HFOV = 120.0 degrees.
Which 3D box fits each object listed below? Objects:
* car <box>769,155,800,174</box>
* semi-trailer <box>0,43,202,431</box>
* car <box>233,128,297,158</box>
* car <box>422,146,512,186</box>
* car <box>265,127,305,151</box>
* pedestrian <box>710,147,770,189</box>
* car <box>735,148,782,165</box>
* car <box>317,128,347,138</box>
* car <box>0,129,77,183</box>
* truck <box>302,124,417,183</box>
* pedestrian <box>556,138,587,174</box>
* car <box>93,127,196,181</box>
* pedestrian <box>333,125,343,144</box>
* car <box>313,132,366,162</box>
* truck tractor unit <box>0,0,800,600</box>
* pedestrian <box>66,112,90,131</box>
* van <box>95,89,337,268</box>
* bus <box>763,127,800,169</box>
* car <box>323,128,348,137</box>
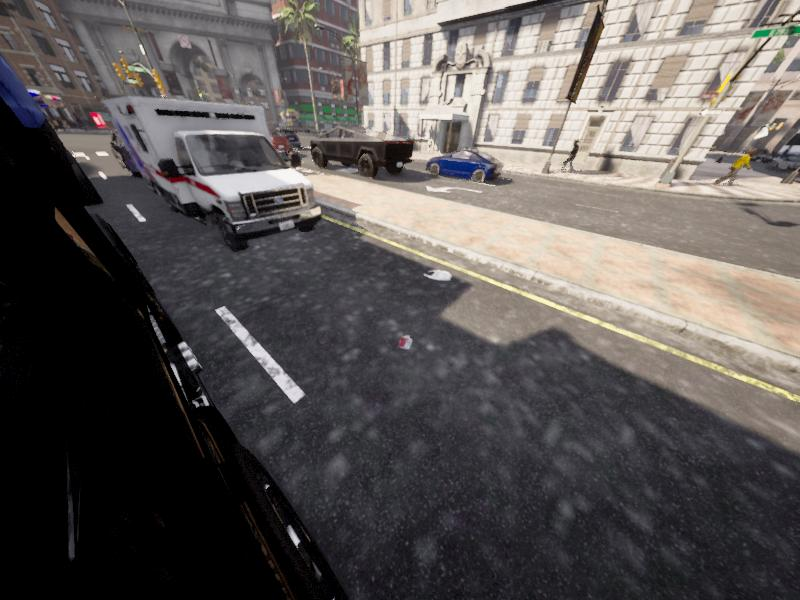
[{"bbox_3d":[41.502,-14.143,24.118,1.895,1.301,4.718,28,44,30],"label":"car"},{"bbox_3d":[-8.692,-3.615,4.226,14.254,4.402,2.717,28,44,30],"label":"semi-trailer"},{"bbox_3d":[-10.705,-12.523,18.311,5.027,1.651,2.152,28,44,30],"label":"car"},{"bbox_3d":[3.551,-7.536,12.789,4.181,1.385,1.994,28,44,30],"label":"car"},{"bbox_3d":[-11.677,-16.325,23.319,2.033,1.649,4.856,-25,45,-30],"label":"car"},{"bbox_3d":[18.334,-7.165,12.546,0.751,1.860,0.751,17,39,18],"label":"pedestrian"},{"bbox_3d":[50.644,-20.427,32.781,2.242,1.667,4.611,29,44,30],"label":"car"},{"bbox_3d":[-12.575,-31.203,43.205,2.128,1.511,4.902,28,44,30],"label":"car"},{"bbox_3d":[-16.166,-6.333,9.911,5.357,1.411,2.033,28,44,30],"label":"car"},{"bbox_3d":[-2.371,-8.263,12.772,6.274,2.098,2.390,28,44,30],"label":"truck"},{"bbox_3d":[11.066,-9.303,14.930,0.751,1.860,0.751,-24,44,-31],"label":"pedestrian"},{"bbox_3d":[-11.876,-6.894,10.724,4.856,1.649,2.033,28,44,30],"label":"car"},{"bbox_3d":[-7.575,-20.339,28.448,0.751,1.860,0.751,7,37,6],"label":"pedestrian"},{"bbox_3d":[-4.731,-12.072,18.109,3.988,1.617,1.851,28,44,30],"label":"car"},{"bbox_3d":[-2.645,-0.295,0.351,6.516,4.208,3.053,28,44,30],"label":"truck tractor unit"},{"bbox_3d":[-40.360,-22.324,28.979,0.751,1.860,0.751,-12,39,-18],"label":"pedestrian"},{"bbox_3d":[-4.688,-3.369,5.816,6.366,2.431,2.351,28,44,30],"label":"van"},{"bbox_3d":[50.900,-18.342,27.883,3.944,4.253,10.273,28,42,30],"label":"bus"},{"bbox_3d":[-13.019,-34.106,47.104,1.812,1.442,4.674,28,44,30],"label":"car"}]
